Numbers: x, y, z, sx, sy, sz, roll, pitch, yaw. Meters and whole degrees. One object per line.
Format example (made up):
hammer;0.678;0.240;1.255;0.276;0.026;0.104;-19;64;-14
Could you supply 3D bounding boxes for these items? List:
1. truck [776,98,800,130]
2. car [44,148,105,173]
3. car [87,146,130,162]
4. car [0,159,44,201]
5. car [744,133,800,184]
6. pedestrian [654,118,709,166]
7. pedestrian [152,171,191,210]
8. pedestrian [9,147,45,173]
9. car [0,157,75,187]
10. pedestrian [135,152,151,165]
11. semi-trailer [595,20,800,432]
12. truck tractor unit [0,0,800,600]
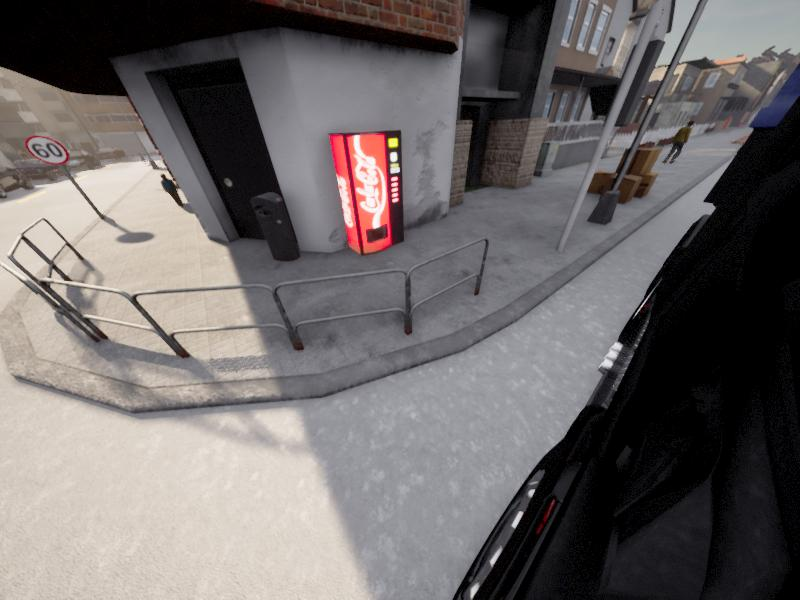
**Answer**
truck;56.993;-26.416;32.346;8.468;3.827;2.891;-26;42;-28
car;-31.812;-13.887;22.803;2.033;1.649;4.856;-25;42;-27
car;-39.384;-19.903;31.397;1.882;1.535;5.008;-20;40;-22
car;-21.850;-6.183;12.005;2.163;1.488;4.792;-26;43;-28
car;16.102;-5.731;9.222;4.181;1.385;1.994;-25;42;-28
pedestrian;13.920;-7.833;11.507;0.751;1.860;0.751;-8;37;-8
pedestrian;-8.017;-3.853;8.132;0.500;1.100;0.500;-31;45;-33
pedestrian;-32.479;-12.182;20.152;0.751;1.860;0.751;23;44;30
car;-26.018;-9.301;16.588;1.895;1.301;4.718;-26;42;-28
pedestrian;-26.237;-14.434;23.599;0.500;1.100;0.500;11;39;18
semi-trailer;8.872;-3.476;4.055;14.254;4.402;2.717;-26;43;-28
truck tractor unit;2.645;-0.295;0.352;6.516;4.208;3.053;-28;44;-30
